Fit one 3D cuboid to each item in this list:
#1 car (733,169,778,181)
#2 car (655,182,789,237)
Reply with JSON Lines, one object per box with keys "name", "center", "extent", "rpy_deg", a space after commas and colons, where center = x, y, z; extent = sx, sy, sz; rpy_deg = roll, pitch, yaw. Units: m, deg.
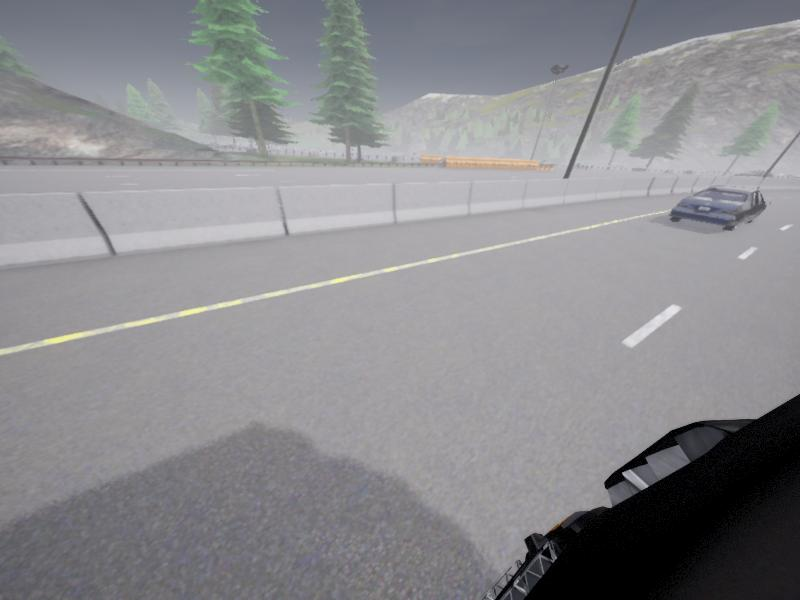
{"name": "car", "center": [61.417, -21.606, 39.895], "extent": [5.008, 1.535, 1.882], "rpy_deg": [-3, 34, -9]}
{"name": "car", "center": [13.637, -3.997, 9.772], "extent": [5.357, 1.411, 2.033], "rpy_deg": [-15, 38, -25]}
